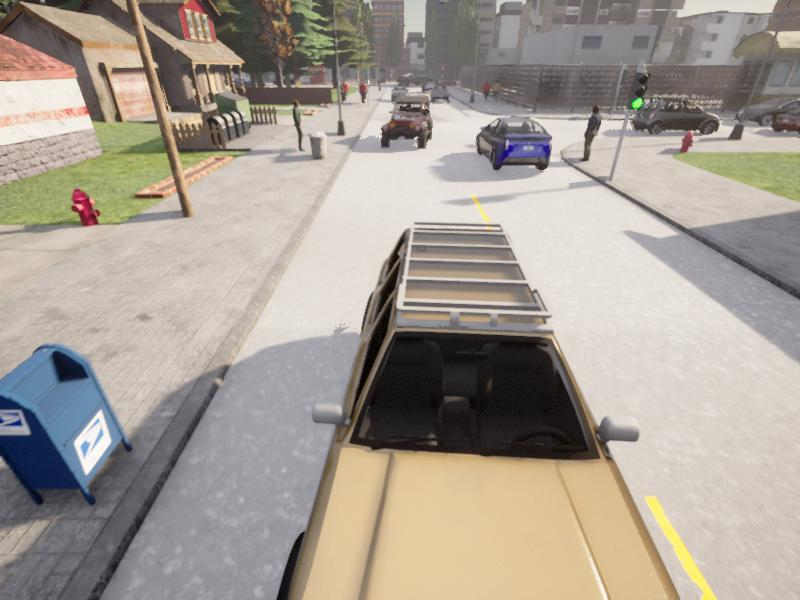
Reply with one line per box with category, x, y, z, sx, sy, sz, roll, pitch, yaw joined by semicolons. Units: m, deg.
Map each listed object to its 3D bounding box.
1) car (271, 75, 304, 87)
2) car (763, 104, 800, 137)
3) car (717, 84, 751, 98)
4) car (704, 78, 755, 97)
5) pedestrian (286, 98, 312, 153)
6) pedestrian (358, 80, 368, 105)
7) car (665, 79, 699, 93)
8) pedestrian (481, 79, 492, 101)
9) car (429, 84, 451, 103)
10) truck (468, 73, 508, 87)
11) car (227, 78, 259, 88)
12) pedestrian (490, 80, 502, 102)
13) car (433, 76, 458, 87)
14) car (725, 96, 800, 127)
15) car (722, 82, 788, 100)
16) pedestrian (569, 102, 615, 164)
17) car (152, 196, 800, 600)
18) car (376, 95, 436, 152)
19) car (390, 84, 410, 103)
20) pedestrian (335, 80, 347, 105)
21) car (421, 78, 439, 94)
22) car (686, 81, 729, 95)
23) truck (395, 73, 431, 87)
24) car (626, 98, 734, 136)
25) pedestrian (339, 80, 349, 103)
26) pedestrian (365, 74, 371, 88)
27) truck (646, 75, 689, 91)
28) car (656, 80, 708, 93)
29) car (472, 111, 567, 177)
car;-19.775;-38.646;70.578;5.027;1.651;2.152;0;30;0
car;22.219;-9.445;20.988;4.181;1.385;1.994;-1;30;-1
car;37.513;-23.497;44.935;2.207;1.379;1.481;0;30;0
car;38.377;-24.765;46.697;3.866;1.878;1.905;0;30;0
pedestrian;-3.900;-6.764;15.512;0.751;1.860;0.751;-7;31;-12
pedestrian;-3.258;-18.251;35.209;0.751;1.860;0.751;2;30;4
car;38.732;-29.447;55.045;1.789;1.547;3.705;0;30;0
pedestrian;8.541;-20.670;39.401;0.751;1.860;0.751;1;30;1
car;4.014;-20.936;40.433;1.845;1.501;3.633;0;30;0
truck;15.457;-38.784;70.526;6.274;2.098;2.390;0;30;0
car;-27.736;-38.397;70.720;4.674;1.442;1.812;0;30;0
pedestrian;9.210;-20.041;38.326;0.751;1.860;0.751;1;30;1
car;7.952;-38.225;70.016;3.988;1.617;1.851;-17;34;-27
car;23.373;-11.536;24.437;4.902;1.511;2.128;0;30;0
car;38.124;-22.512;43.043;4.611;1.667;2.242;0;30;0
pedestrian;6.640;-5.803;13.923;0.751;1.860;0.751;-16;34;-25
car;0.462;0.715;3.103;1.932;1.855;4.605;2;28;4
car;0.386;-7.910;17.725;1.905;1.878;3.866;5;30;10
car;0.014;-20.675;40.019;1.816;1.474;4.193;0;30;0
pedestrian;-5.144;-18.126;34.985;0.751;1.860;0.751;0;30;0
car;4.011;-29.064;54.270;2.033;1.649;4.856;0;30;0
car;39.304;-27.194;51.205;3.633;1.501;1.845;0;30;0
truck;2.301;-38.970;70.773;6.274;2.098;2.390;-23;38;-34
car;14.534;-9.596;20.970;3.988;1.617;1.851;0;30;0
pedestrian;-5.150;-19.268;36.942;0.751;1.860;0.751;0;30;0
pedestrian;-5.036;-34.822;63.610;0.751;1.860;0.751;-7;31;-13
truck;39.057;-31.764;58.541;4.478;2.038;2.069;0;30;0
car;38.892;-29.499;55.277;5.357;1.415;2.033;0;30;0
car;4.014;-5.745;14.394;2.007;1.525;4.514;0;30;0
